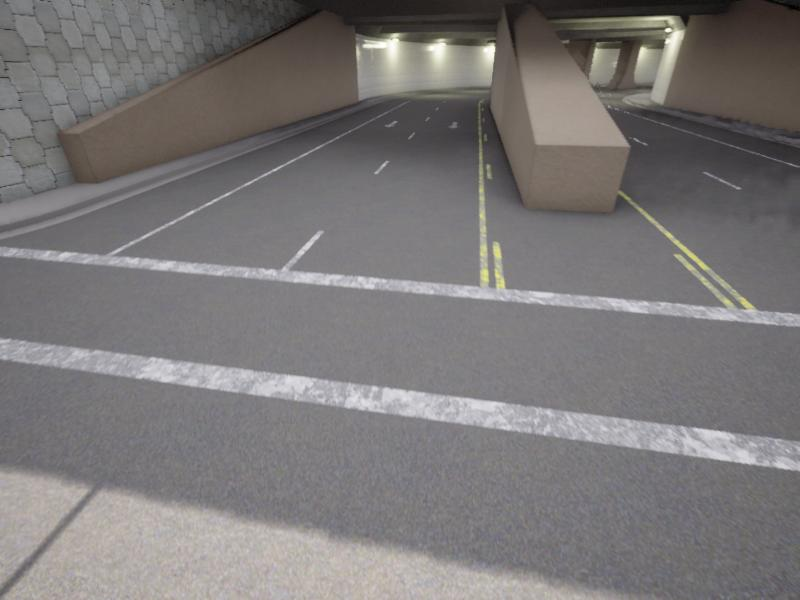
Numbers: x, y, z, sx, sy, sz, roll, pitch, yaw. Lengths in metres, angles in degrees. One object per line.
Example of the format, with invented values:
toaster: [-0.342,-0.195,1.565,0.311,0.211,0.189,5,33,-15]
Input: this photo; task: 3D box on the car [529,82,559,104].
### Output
car: [13.579,-19.720,37.995,2.152,1.651,5.027,7,31,12]
